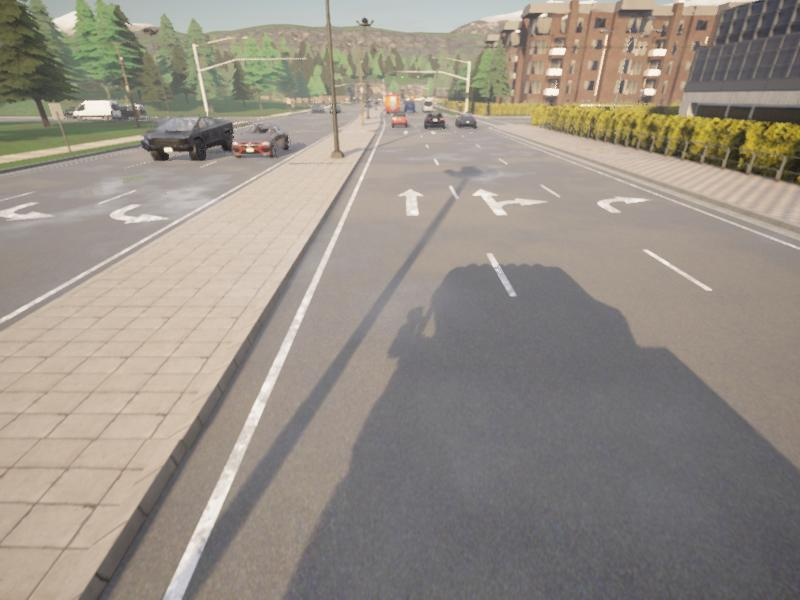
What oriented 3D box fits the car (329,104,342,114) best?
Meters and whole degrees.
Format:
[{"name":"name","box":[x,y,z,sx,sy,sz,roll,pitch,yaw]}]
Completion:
[{"name":"car","box":[-12.905,-38.351,80.238,2.033,1.649,4.856,0,27,-1]}]

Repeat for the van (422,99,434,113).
[{"name":"van","box":[5.614,-39.827,82.100,1.988,2.561,5.915,0,27,0]}]

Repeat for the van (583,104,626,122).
[{"name":"van","box":[27.504,-25.243,53.975,4.480,2.038,2.069,0,27,1]}]

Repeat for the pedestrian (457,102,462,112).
[{"name":"pedestrian","box":[12.181,-39.243,81.301,0.751,1.860,0.751,-1,27,-2]}]

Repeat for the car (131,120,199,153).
[{"name":"car","box":[-14.894,-10.551,25.677,1.851,1.617,3.988,0,27,0]}]

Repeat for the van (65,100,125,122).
[{"name":"van","box":[-41.581,-25.842,54.674,5.915,2.561,1.988,0,27,0]}]

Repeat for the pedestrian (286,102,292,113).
[{"name":"pedestrian","box":[-21.445,-37.076,77.079,0.751,1.860,0.751,-3,27,-6]}]

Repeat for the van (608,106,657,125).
[{"name":"van","box":[27.696,-22.042,47.750,4.442,1.987,1.775,0,27,1]}]

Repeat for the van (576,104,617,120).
[{"name":"van","box":[27.915,-26.829,57.093,4.480,2.038,2.069,0,27,1]}]

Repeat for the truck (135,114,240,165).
[{"name":"truck","box":[-11.378,-9.076,22.233,2.390,2.098,6.274,0,27,0]}]

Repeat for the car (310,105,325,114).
[{"name":"car","box":[-16.372,-38.050,79.761,2.038,1.542,4.974,0,27,-1]}]

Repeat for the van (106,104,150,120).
[{"name":"van","box":[-39.252,-27.177,57.896,4.480,2.038,2.069,0,27,0]}]

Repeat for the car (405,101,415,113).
[{"name":"car","box":[2.092,-40.713,84.389,2.150,2.045,5.566,0,27,0]}]

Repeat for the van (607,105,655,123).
[{"name":"van","box":[29.293,-23.649,50.841,4.480,2.038,2.069,0,27,1]}]

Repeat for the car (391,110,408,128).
[{"name":"car","box":[-0.063,-20.277,44.750,1.851,1.617,3.988,-1,27,-1]}]

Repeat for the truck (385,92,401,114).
[{"name":"truck","box":[-1.380,-40.145,81.322,2.891,3.827,8.468,0,27,0]}]

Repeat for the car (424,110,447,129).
[{"name":"car","box":[3.806,-19.365,42.882,2.242,1.667,4.611,2,27,5]}]

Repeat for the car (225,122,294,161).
[{"name":"car","box":[-7.879,-9.249,23.092,2.152,1.651,5.027,0,27,0]}]

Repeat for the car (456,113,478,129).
[{"name":"car","box":[7.210,-19.422,43.321,1.994,1.385,4.181,2,27,4]}]
